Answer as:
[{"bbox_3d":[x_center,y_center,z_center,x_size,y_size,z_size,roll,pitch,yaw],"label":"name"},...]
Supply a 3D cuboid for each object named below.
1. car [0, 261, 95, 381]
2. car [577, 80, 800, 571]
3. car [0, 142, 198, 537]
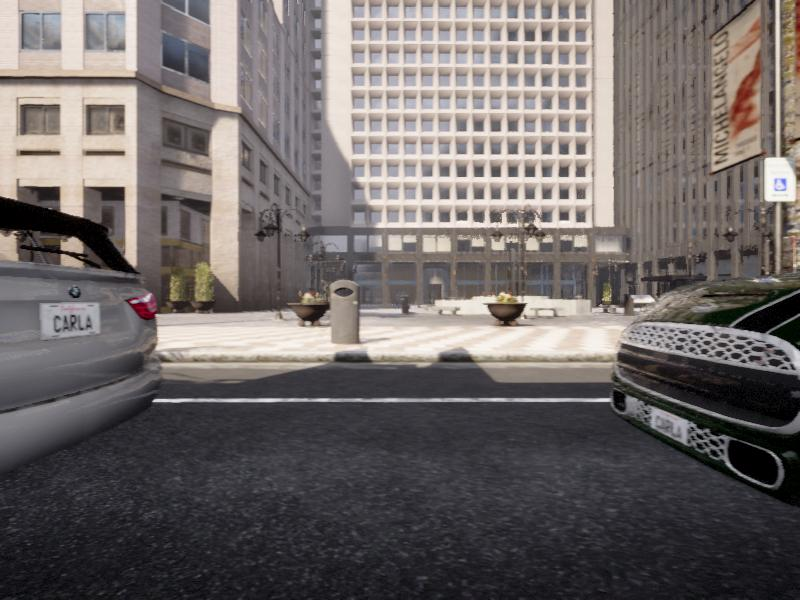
[{"bbox_3d":[-7.333,0.262,5.391,4.792,1.488,2.163,0,0,-1],"label":"car"},{"bbox_3d":[3.715,0.090,2.200,4.553,1.767,2.097,0,0,0],"label":"car"},{"bbox_3d":[-3.993,0.163,2.215,4.611,1.667,2.242,0,0,0],"label":"car"}]
